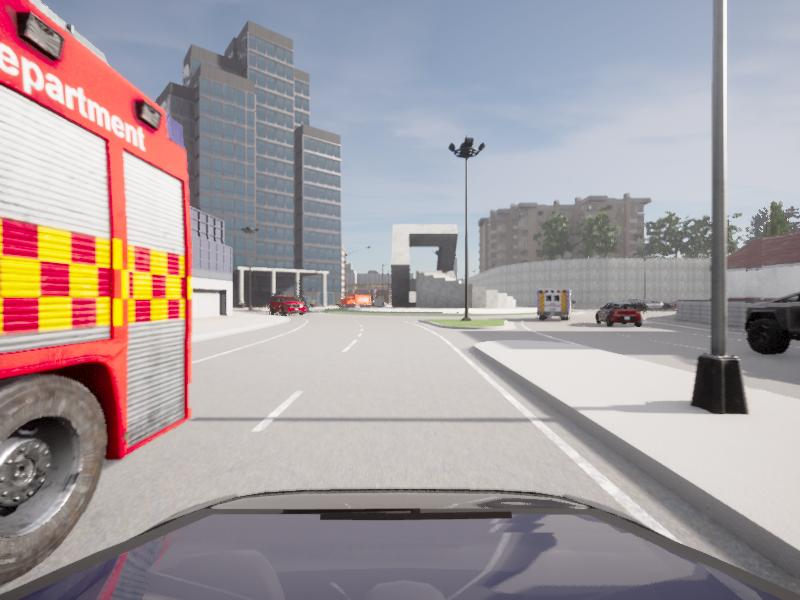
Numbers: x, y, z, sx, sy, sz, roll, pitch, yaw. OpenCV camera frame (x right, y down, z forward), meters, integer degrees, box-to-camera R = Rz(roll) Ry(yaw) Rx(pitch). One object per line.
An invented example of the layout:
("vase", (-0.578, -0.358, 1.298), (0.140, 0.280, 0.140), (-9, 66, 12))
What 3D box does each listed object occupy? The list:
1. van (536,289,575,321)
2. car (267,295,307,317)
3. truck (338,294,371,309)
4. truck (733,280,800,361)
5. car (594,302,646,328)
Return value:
("van", (12.901, 0.367, 32.926), (2.351, 2.431, 6.366), (0, 0, 27))
("car", (-11.711, 0.555, 41.179), (2.150, 2.045, 5.566), (0, 0, -37))
("truck", (-7.769, 0.335, 68.982), (5.204, 2.467, 2.627), (0, -1, -45))
("truck", (11.552, 0.539, 9.346), (2.390, 2.098, 6.274), (0, 0, 1))
("car", (13.481, 0.846, 24.798), (1.816, 1.474, 4.193), (0, 0, 14))
